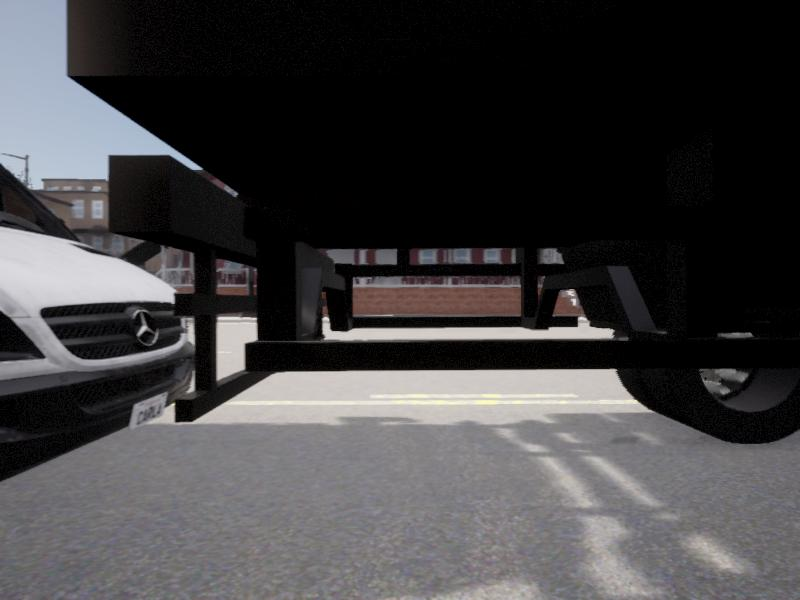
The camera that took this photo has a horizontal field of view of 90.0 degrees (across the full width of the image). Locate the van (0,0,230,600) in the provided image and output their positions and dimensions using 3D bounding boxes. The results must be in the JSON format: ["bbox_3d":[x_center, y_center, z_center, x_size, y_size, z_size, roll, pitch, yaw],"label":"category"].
[{"bbox_3d":[-4.290,-0.280,2.128,5.915,2.561,1.988,0,0,-1],"label":"van"}]

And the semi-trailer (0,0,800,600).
[{"bbox_3d":[6.237,-1.219,2.229,14.254,4.402,2.717,0,0,-1],"label":"semi-trailer"}]
